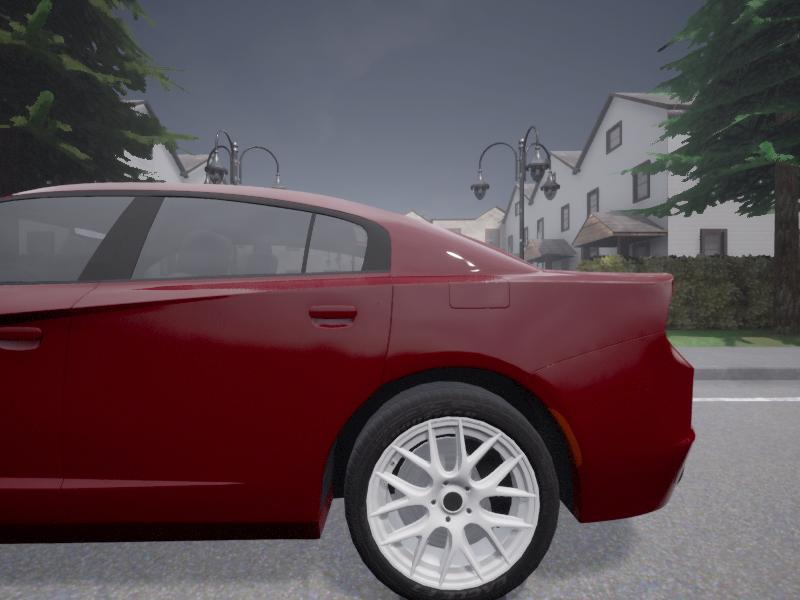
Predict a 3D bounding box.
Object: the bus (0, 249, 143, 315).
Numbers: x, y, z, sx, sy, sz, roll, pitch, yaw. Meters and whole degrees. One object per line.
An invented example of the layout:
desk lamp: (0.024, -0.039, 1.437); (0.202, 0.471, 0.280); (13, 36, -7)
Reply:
bus: (-25.154, -1.149, 30.949); (3.944, 4.253, 10.273); (0, 0, 0)

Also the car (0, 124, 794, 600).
car: (-1.271, 0.223, 2.175); (5.008, 1.535, 1.882); (0, 0, -1)

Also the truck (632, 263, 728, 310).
truck: (25.495, -1.112, 37.157); (2.891, 3.827, 8.468); (0, 0, -1)
